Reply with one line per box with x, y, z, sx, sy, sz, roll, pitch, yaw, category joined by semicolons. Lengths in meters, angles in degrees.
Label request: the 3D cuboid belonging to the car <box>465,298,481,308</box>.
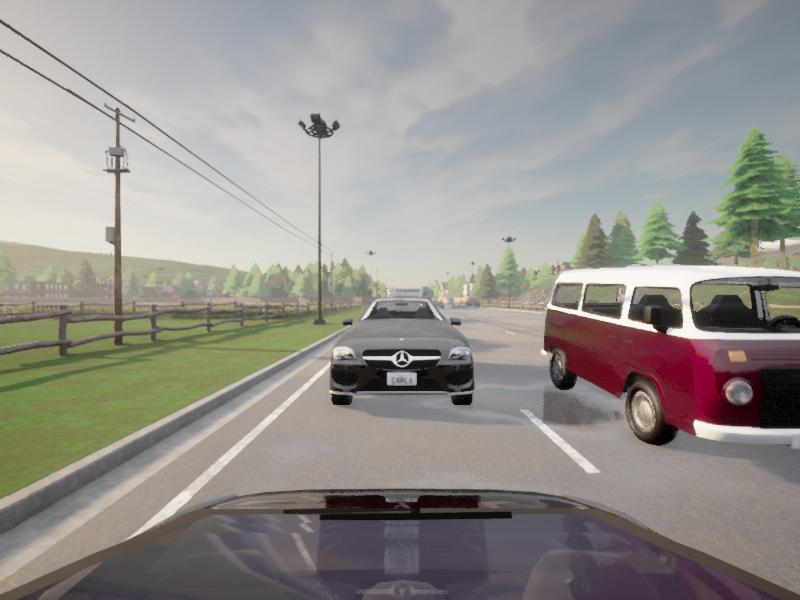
14.194;0.553;78.250;2.150;2.045;5.566;0;0;0;car

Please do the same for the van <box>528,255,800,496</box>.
3.526;0.532;5.575;2.069;2.038;4.480;0;3;0;van

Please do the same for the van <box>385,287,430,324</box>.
0.394;0.367;29.246;2.351;2.431;6.366;0;0;-7;van

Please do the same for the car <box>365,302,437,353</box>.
0.044;0.839;14.423;2.163;1.488;4.792;0;0;0;car

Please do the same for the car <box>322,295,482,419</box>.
0.032;0.767;7.878;2.152;1.651;5.027;0;0;0;car

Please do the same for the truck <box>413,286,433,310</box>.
3.660;-0.331;66.411;2.891;3.827;8.468;0;0;0;truck
